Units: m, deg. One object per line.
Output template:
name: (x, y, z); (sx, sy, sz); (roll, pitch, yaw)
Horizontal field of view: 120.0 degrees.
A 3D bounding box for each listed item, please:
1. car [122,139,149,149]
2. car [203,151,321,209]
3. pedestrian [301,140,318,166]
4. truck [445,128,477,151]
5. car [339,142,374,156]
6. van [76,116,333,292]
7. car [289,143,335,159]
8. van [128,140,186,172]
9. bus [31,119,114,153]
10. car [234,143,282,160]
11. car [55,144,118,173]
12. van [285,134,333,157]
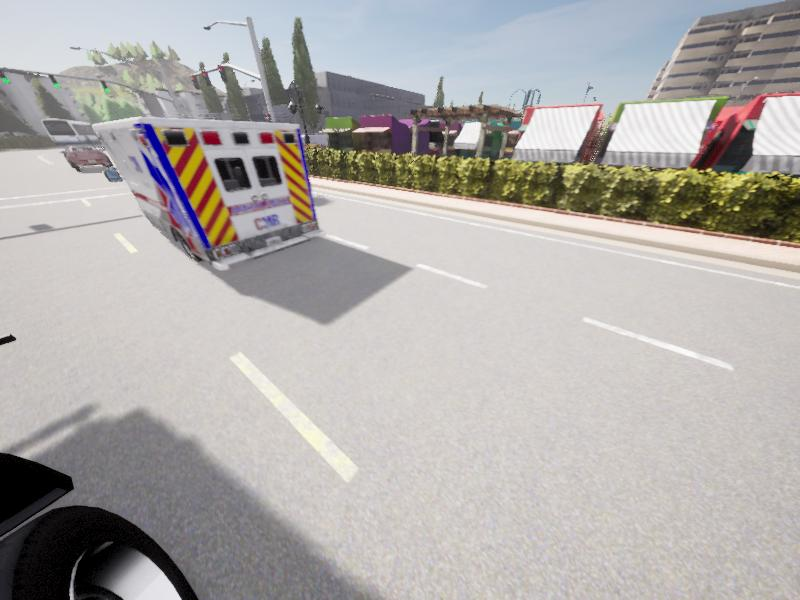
car: (-55.275, -32.625, 48.330); (1.851, 1.617, 3.988); (-10, 36, -14)
car: (-6.133, -5.508, 10.261); (5.027, 1.651, 2.152); (23, 41, 29)
pedestrian: (-7.844, -12.769, 20.034); (0.751, 1.860, 0.751); (21, 40, 27)
truck: (13.502, -35.565, 51.147); (2.891, 3.827, 8.468); (24, 42, 30)
car: (-6.542, -23.337, 35.585); (1.801, 1.575, 5.366); (25, 42, 30)
van: (-4.874, -2.776, 5.700); (6.366, 2.431, 2.351); (23, 41, 29)
car: (-11.393, -19.769, 30.483); (1.801, 1.575, 5.366); (25, 42, 31)
van: (-19.485, -11.612, 18.490); (4.442, 1.987, 1.775); (24, 42, 30)
bus: (-55.287, -28.129, 39.662); (3.944, 4.253, 10.273); (-19, 40, -24)
car: (-17.518, -18.553, 28.753); (2.007, 1.525, 4.514); (25, 42, 30)
car: (-25.120, -11.429, 18.501); (5.027, 1.651, 2.152); (24, 42, 30)
van: (-12.884, -22.371, 33.328); (1.988, 2.561, 5.915); (25, 42, 30)
